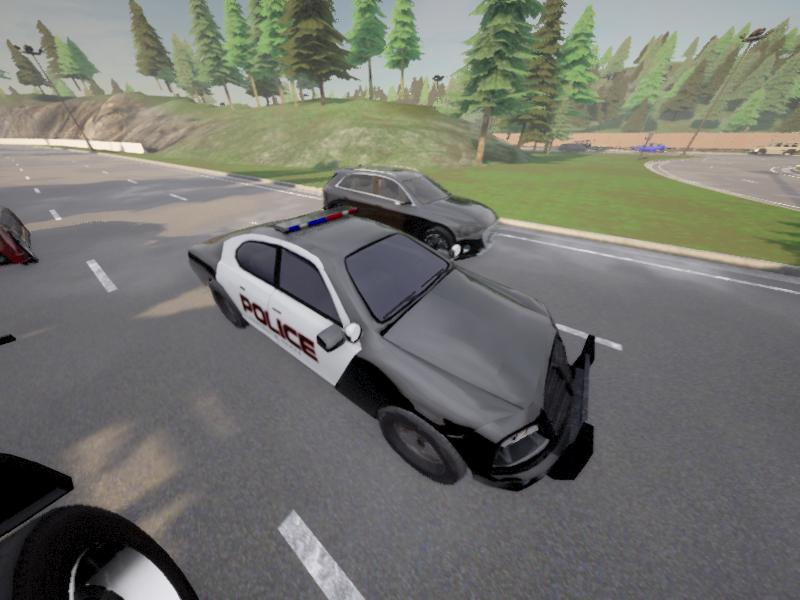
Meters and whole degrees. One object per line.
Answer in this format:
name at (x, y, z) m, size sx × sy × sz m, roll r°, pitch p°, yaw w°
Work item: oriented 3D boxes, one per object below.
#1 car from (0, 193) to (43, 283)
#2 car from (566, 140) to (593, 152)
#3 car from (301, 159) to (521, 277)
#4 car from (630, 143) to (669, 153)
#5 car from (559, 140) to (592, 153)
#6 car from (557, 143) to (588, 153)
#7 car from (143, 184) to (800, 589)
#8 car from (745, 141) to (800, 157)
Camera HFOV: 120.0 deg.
car at (-9.438, -1.372, 4.590) m, size 4.181 × 1.385 × 1.994 m, roll 23°, pitch 41°, yaw 29°
car at (35.809, -30.819, 46.106) m, size 3.866 × 1.878 × 1.905 m, roll 22°, pitch 41°, yaw 28°
car at (0.042, -2.441, 5.937) m, size 4.856 × 1.649 × 2.033 m, roll 23°, pitch 41°, yaw 27°
car at (46.783, -28.657, 43.500) m, size 4.514 × 1.525 × 2.007 m, roll 22°, pitch 41°, yaw 28°
car at (33.338, -29.350, 44.027) m, size 4.605 × 1.855 × 1.932 m, roll 23°, pitch 41°, yaw 27°
car at (31.286, -27.551, 41.904) m, size 4.181 × 1.385 × 1.994 m, roll 22°, pitch 41°, yaw 27°
car at (-0.547, -0.172, 2.812) m, size 4.974 × 1.542 × 2.038 m, roll 22°, pitch 41°, yaw 28°
car at (59.124, -23.833, 36.394) m, size 4.605 × 1.855 × 1.932 m, roll 22°, pitch 41°, yaw 28°
